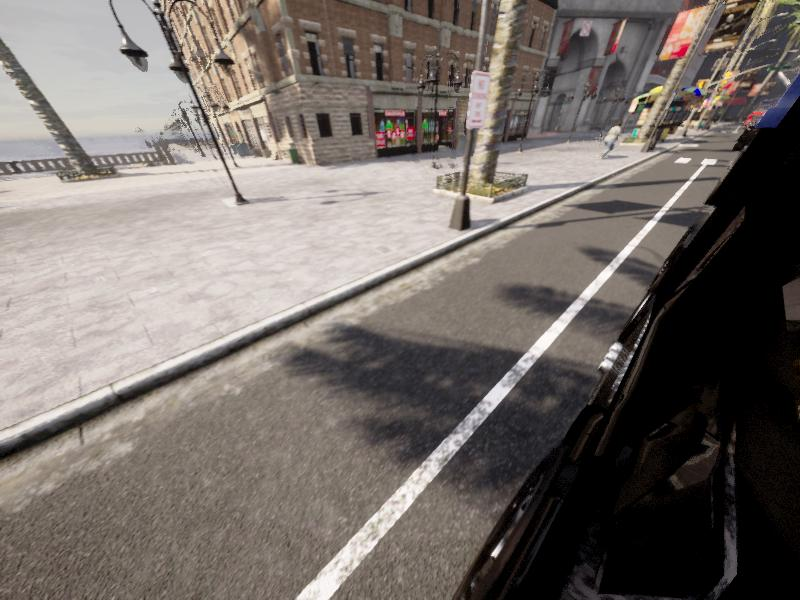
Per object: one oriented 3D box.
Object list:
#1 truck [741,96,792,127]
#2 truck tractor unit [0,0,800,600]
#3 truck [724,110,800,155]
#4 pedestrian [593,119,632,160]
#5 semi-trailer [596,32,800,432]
[{"bbox_3d":[62.575,-32.086,39.479,8.468,3.827,2.891,-27,43,-29],"label":"truck"},{"bbox_3d":[2.645,-0.295,0.351,6.516,4.208,3.053,-28,44,-30],"label":"truck tractor unit"},{"bbox_3d":[25.122,-10.921,14.944,6.274,2.098,2.390,-16,38,-17],"label":"truck"},{"bbox_3d":[12.232,-9.255,13.373,0.751,1.860,0.751,-8,37,-7],"label":"pedestrian"},{"bbox_3d":[8.772,-3.550,4.160,14.254,4.402,2.717,-27,43,-29],"label":"semi-trailer"}]
